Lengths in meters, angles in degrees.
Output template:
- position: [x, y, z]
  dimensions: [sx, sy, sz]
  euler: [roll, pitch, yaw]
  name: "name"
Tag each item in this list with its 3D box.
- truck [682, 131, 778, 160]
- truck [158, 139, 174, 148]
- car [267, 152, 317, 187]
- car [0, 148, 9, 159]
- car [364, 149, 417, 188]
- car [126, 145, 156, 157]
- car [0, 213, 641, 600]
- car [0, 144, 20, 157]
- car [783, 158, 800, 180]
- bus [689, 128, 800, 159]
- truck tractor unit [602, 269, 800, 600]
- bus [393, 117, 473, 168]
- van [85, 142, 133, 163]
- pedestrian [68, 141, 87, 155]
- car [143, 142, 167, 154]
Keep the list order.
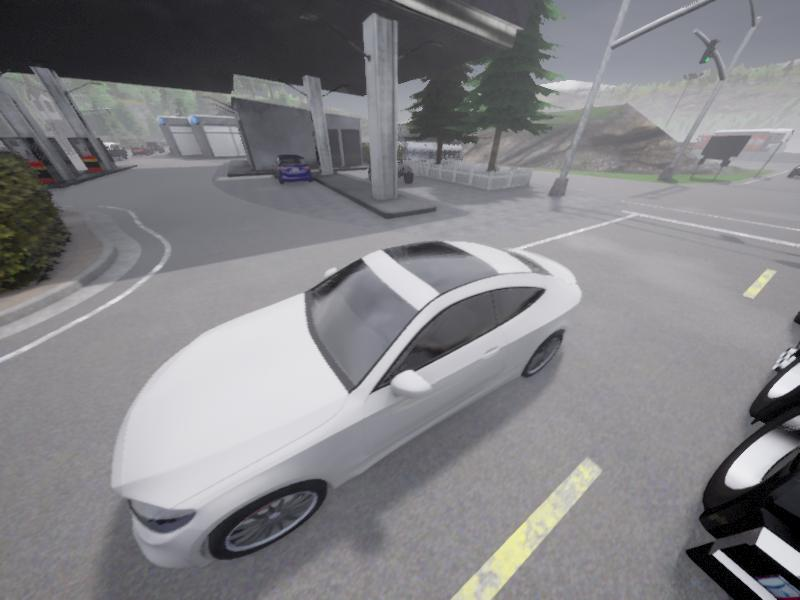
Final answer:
- position: [57.237, -27.167, 40.536]
  dimensions: [2.891, 3.827, 8.468]
  euler: [-18, 39, -24]
  name: "truck"
- position: [-72.050, -48.183, 71.165]
  dimensions: [2.390, 2.098, 6.274]
  euler: [-29, 44, -35]
  name: "truck"
- position: [-7.802, -9.430, 16.494]
  dimensions: [2.242, 1.667, 4.611]
  euler: [-18, 39, -24]
  name: "car"
- position: [-55.808, -19.080, 29.700]
  dimensions: [5.027, 1.636, 2.152]
  euler: [-18, 39, -24]
  name: "car"
- position: [-0.730, -9.007, 15.652]
  dimensions: [1.905, 1.878, 3.866]
  euler: [-18, 39, -24]
  name: "car"
- position: [-42.716, -24.743, 38.222]
  dimensions: [2.007, 1.525, 4.514]
  euler: [-18, 39, -24]
  name: "car"
- position: [0.105, 0.245, 2.562]
  dimensions: [4.674, 1.442, 1.812]
  euler: [-17, 38, -25]
  name: "car"
- position: [-57.419, -20.616, 31.911]
  dimensions: [4.514, 1.523, 2.007]
  euler: [-18, 39, -24]
  name: "car"
- position: [31.883, -10.115, 17.481]
  dimensions: [4.974, 1.542, 2.038]
  euler: [-18, 39, -24]
  name: "car"
- position: [63.314, -29.157, 43.073]
  dimensions: [3.944, 4.253, 10.273]
  euler: [-18, 39, -24]
  name: "bus"
- position: [5.124, -0.284, 0.794]
  dimensions: [6.516, 4.208, 3.053]
  euler: [-17, 38, -24]
  name: "truck tractor unit"
- position: [3.270, -18.906, 27.831]
  dimensions: [3.944, 4.253, 10.273]
  euler: [-18, 39, -24]
  name: "bus"
- position: [-36.661, -18.843, 29.346]
  dimensions: [2.069, 2.038, 4.480]
  euler: [-18, 39, -24]
  name: "van"
- position: [-50.173, -23.641, 35.973]
  dimensions: [0.751, 1.860, 0.751]
  euler: [-18, 39, -24]
  name: "pedestrian"
- position: [-47.108, -29.321, 44.464]
  dimensions: [1.905, 1.878, 3.866]
  euler: [-18, 39, -24]
  name: "car"
